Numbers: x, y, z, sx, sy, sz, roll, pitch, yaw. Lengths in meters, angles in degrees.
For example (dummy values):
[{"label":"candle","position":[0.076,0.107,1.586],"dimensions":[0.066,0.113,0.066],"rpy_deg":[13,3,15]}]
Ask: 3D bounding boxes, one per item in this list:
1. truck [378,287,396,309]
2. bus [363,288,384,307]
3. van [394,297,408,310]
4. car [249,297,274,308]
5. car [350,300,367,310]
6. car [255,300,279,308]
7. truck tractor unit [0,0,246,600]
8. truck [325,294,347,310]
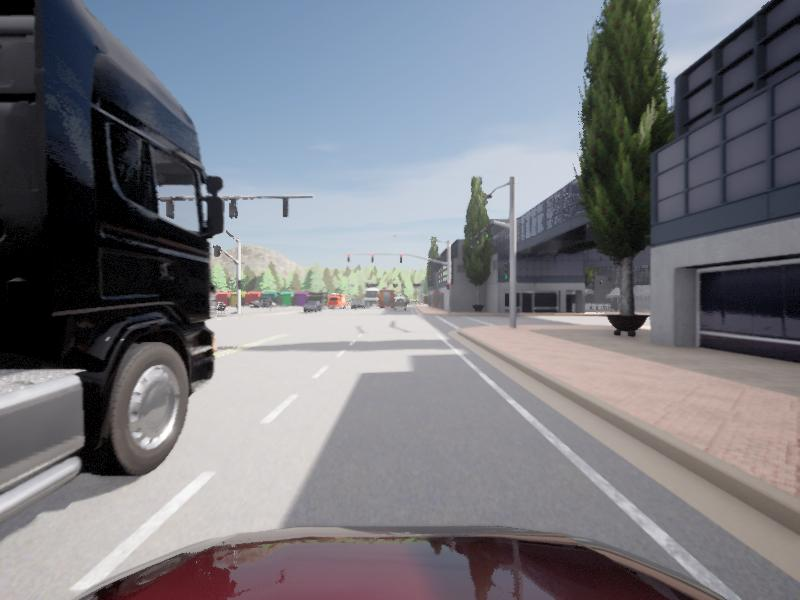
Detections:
[{"label":"truck","position":[-2.282,-0.353,75.160],"dimensions":[2.891,3.827,8.468],"rpy_deg":[0,0,2]},{"label":"bus","position":[-5.932,-0.576,92.915],"dimensions":[3.944,4.253,10.273],"rpy_deg":[0,0,2]},{"label":"van","position":[0.134,0.545,61.680],"dimensions":[2.069,2.038,4.480],"rpy_deg":[0,0,1]},{"label":"car","position":[-24.936,0.471,72.060],"dimensions":[3.866,1.878,1.905],"rpy_deg":[0,0,0]},{"label":"car","position":[-6.756,0.754,66.032],"dimensions":[2.152,1.651,5.027],"rpy_deg":[0,0,2]},{"label":"car","position":[-24.923,0.709,74.955],"dimensions":[3.806,1.475,1.970],"rpy_deg":[0,0,0]},{"label":"truck tractor unit","position":[-3.499,-0.524,1.845],"dimensions":[3.053,4.208,6.516],"rpy_deg":[0,0,0]},{"label":"truck","position":[-10.293,0.326,64.828],"dimensions":[2.627,2.467,5.204],"rpy_deg":[0,0,2]}]
